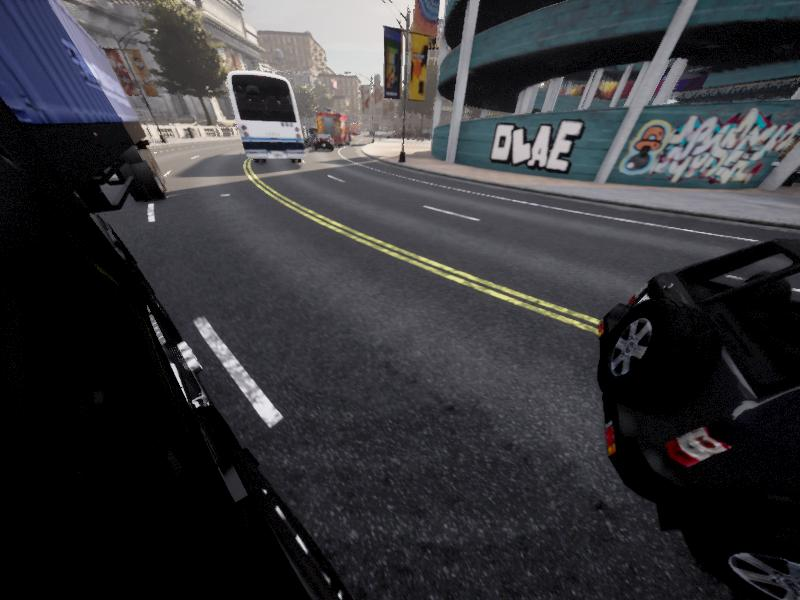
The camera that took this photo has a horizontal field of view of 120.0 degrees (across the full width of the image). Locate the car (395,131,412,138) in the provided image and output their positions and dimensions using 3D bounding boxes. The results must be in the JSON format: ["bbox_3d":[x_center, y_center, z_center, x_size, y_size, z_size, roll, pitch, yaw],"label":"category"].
[{"bbox_3d":[0.996,-47.980,67.027,4.902,1.511,2.128,1,37,-2],"label":"car"}]

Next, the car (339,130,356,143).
[{"bbox_3d":[-8.772,-27.606,38.960,1.801,1.575,5.366,1,37,-2],"label":"car"}]

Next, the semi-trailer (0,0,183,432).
[{"bbox_3d":[-7.865,-4.054,4.919,2.717,4.402,14.254,-25,44,-31],"label":"semi-trailer"}]

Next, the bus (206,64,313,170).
[{"bbox_3d":[-9.280,-12.455,16.303,3.944,4.253,10.273,-13,40,-20],"label":"bus"}]

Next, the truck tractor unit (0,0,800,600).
[{"bbox_3d":[-2.645,-0.295,0.351,6.516,4.208,3.053,28,44,30],"label":"truck tractor unit"}]

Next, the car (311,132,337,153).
[{"bbox_3d":[-7.979,-16.889,24.627,2.038,1.542,4.974,-4,37,-9],"label":"car"}]

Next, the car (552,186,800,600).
[{"bbox_3d":[3.657,1.036,0.911,4.605,1.855,1.932,22,41,25],"label":"car"}]

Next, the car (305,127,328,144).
[{"bbox_3d":[-12.150,-24.238,33.964,1.905,1.878,3.866,1,37,-2],"label":"car"}]

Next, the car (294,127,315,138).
[{"bbox_3d":[-19.301,-34.005,46.863,2.242,1.667,4.611,2,37,-1],"label":"car"}]

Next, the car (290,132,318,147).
[{"bbox_3d":[-11.976,-20.228,29.078,1.895,1.301,4.718,0,37,-4],"label":"car"}]

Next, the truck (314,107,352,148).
[{"bbox_3d":[-8.585,-22.977,30.859,2.891,3.827,8.468,0,37,-3],"label":"truck"}]

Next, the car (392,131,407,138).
[{"bbox_3d":[-0.112,-50.462,70.286,4.514,1.525,2.007,6,37,4],"label":"car"}]
